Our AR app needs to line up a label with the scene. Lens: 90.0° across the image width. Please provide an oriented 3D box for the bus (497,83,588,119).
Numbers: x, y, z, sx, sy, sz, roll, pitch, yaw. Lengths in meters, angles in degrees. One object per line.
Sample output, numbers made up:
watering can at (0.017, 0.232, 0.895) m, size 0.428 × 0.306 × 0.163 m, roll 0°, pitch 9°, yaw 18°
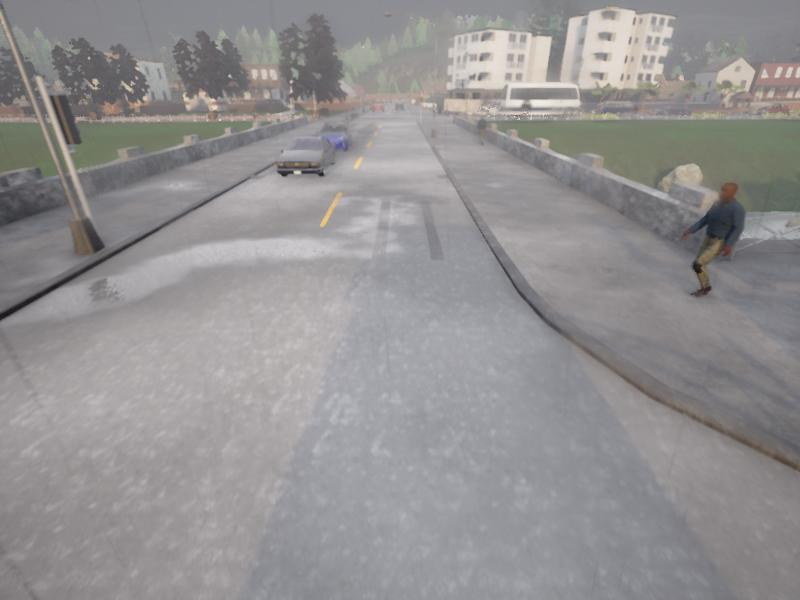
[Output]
bus at (18.928, -26.825, 53.924) m, size 10.273 × 4.253 × 3.944 m, roll 0°, pitch 27°, yaw 0°

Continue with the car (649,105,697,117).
car at (39.521, -27.407, 57.995) m, size 5.357 × 1.411 × 2.033 m, roll 0°, pitch 27°, yaw 0°

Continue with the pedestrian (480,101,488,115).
pedestrian at (13.120, -29.903, 62.261) m, size 0.751 × 1.860 × 0.751 m, roll -14°, pitch 30°, yaw -25°

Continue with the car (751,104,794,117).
car at (53.910, -27.510, 57.946) m, size 3.988 × 1.617 × 1.851 m, roll 0°, pitch 27°, yaw 0°

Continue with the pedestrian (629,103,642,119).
pedestrian at (29.188, -23.449, 49.616) m, size 0.751 × 1.860 × 0.751 m, roll 0°, pitch 27°, yaw 1°

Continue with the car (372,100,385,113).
car at (-4.073, -36.846, 75.988) m, size 2.150 × 2.045 × 5.566 m, roll 0°, pitch 27°, yaw 0°

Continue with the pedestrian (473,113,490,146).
pedestrian at (5.080, -10.646, 24.941) m, size 0.751 × 1.860 × 0.751 m, roll 0°, pitch 27°, yaw 0°

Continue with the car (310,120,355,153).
car at (-4.025, -10.175, 24.745) m, size 2.007 × 1.525 × 4.514 m, roll 0°, pitch 27°, yaw 0°

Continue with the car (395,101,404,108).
car at (-0.095, -49.661, 101.461) m, size 2.163 × 1.488 × 4.792 m, roll 0°, pitch 27°, yaw 0°

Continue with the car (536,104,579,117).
car at (22.815, -27.453, 57.965) m, size 5.238 × 1.638 × 1.930 m, roll 0°, pitch 27°, yaw 0°

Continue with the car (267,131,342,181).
car at (-4.007, -6.535, 17.820) m, size 2.033 × 1.411 × 5.357 m, roll 0°, pitch 27°, yaw 0°

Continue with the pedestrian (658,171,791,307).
pedestrian at (4.721, -0.890, 5.977) m, size 0.751 × 1.860 × 0.751 m, roll 0°, pitch 27°, yaw 0°

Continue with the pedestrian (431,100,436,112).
pedestrian at (5.819, -33.745, 69.571) m, size 0.751 × 1.860 × 0.751 m, roll 2°, pitch 27°, yaw 5°

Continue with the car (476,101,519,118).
car at (14.016, -27.607, 57.883) m, size 5.566 × 2.045 × 2.150 m, roll -1°, pitch 27°, yaw 0°

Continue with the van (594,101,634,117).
van at (30.963, -27.635, 57.873) m, size 4.442 × 1.987 × 1.775 m, roll 0°, pitch 27°, yaw 0°
